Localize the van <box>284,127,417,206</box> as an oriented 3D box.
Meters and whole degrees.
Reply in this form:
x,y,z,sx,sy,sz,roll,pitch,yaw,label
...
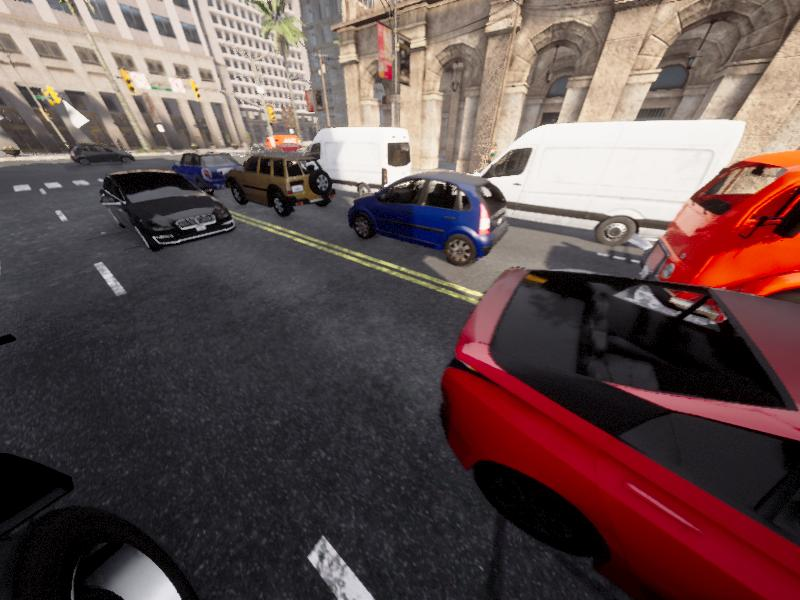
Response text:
x,y,z,sx,sy,sz,roll,pitch,yaw,label
-2.336,-6.290,10.620,5.915,2.561,1.988,22,41,28,van

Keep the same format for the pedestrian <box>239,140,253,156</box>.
x,y,z,sx,sy,sz,roll,pitch,yaw,label
-20.899,-20.622,31.360,0.751,1.860,0.751,22,40,27,pedestrian

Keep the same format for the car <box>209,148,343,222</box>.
x,y,z,sx,sy,sz,roll,pitch,yaw,label
-4.568,-4.465,8.584,4.605,1.855,1.932,22,41,28,car

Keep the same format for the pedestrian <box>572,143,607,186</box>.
x,y,z,sx,sy,sz,roll,pitch,yaw,label
9.920,-7.102,12.151,0.751,1.860,0.751,19,39,24,pedestrian

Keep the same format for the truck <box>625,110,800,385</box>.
x,y,z,sx,sy,sz,roll,pitch,yaw,label
6.241,-0.260,2.187,5.204,2.467,2.627,22,41,28,truck

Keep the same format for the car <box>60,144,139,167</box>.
x,y,z,sx,sy,sz,roll,pitch,yaw,label
-27.804,-13.556,21.537,1.851,1.617,3.988,22,41,28,car

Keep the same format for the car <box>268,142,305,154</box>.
x,y,z,sx,sy,sz,roll,pitch,yaw,label
-18.248,-24.668,37.495,2.163,1.488,4.792,23,41,28,car

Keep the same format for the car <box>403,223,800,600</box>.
x,y,z,sx,sy,sz,roll,pitch,yaw,label
2.447,1.036,1.136,4.514,1.525,2.007,22,41,28,car

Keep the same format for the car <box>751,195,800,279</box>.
x,y,z,sx,sy,sz,roll,pitch,yaw,label
9.805,-0.885,3.918,3.633,1.501,1.845,22,41,28,car

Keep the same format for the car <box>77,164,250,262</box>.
x,y,z,sx,sy,sz,roll,pitch,yaw,label
-6.597,-2.690,6.383,4.892,1.490,1.837,22,41,29,car

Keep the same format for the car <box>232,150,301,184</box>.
x,y,z,sx,sy,sz,roll,pitch,yaw,label
-8.202,-8.271,14.260,3.633,1.501,1.845,23,41,28,car

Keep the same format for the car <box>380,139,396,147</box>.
x,y,z,sx,sy,sz,roll,pitch,yaw,label
-3.333,-43.352,63.869,2.185,1.767,4.553,22,41,28,car

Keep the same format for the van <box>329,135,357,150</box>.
x,y,z,sx,sy,sz,roll,pitch,yaw,label
-12.027,-33.594,49.260,1.988,2.561,5.915,23,41,28,van

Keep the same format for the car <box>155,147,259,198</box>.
x,y,z,sx,sy,sz,roll,pitch,yaw,label
-9.523,-6.450,11.435,4.553,1.767,2.097,23,41,28,car

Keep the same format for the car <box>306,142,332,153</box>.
x,y,z,sx,sy,sz,roll,pitch,yaw,label
-14.625,-27.579,41.661,1.970,1.475,3.806,23,41,28,car

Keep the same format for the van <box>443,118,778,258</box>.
x,y,z,sx,sy,sz,roll,pitch,yaw,label
4.510,-3.473,6.673,5.915,2.561,1.988,22,41,28,van

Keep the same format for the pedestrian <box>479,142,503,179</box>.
x,y,z,sx,sy,sz,roll,pitch,yaw,label
5.533,-8.464,14.049,0.751,1.860,0.751,27,43,32,pedestrian

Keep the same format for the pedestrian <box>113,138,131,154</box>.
x,y,z,sx,sy,sz,roll,pitch,yaw,label
-38.190,-21.156,31.718,0.751,1.860,0.751,26,43,32,pedestrian

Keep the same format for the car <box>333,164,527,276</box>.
x,y,z,sx,sy,sz,roll,pitch,yaw,label
0.550,-2.249,5.714,3.988,1.617,1.851,22,41,28,car

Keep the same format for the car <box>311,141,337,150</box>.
x,y,z,sx,sy,sz,roll,pitch,yaw,label
-16.141,-32.998,49.339,2.163,1.488,4.792,22,41,28,car

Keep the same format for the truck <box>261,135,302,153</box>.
x,y,z,sx,sy,sz,roll,pitch,yaw,label
-20.306,-26.888,39.772,2.627,2.467,5.204,22,41,28,truck
